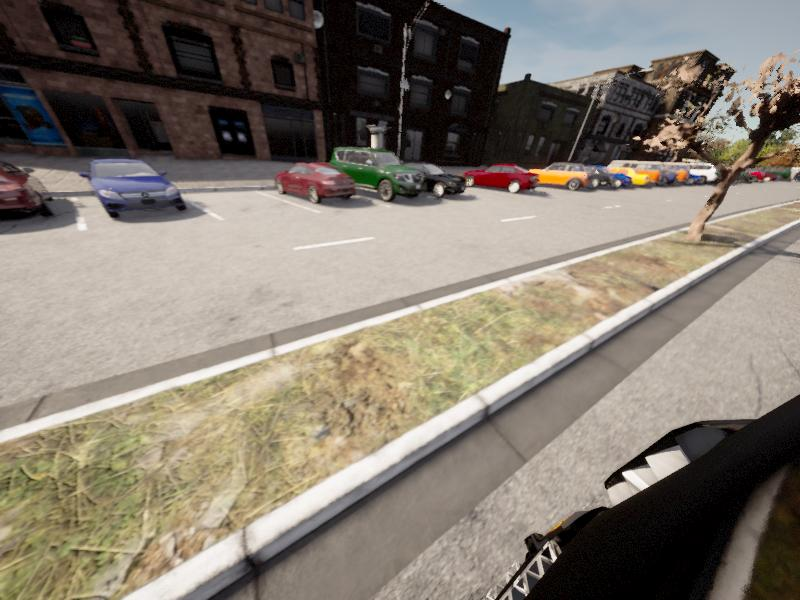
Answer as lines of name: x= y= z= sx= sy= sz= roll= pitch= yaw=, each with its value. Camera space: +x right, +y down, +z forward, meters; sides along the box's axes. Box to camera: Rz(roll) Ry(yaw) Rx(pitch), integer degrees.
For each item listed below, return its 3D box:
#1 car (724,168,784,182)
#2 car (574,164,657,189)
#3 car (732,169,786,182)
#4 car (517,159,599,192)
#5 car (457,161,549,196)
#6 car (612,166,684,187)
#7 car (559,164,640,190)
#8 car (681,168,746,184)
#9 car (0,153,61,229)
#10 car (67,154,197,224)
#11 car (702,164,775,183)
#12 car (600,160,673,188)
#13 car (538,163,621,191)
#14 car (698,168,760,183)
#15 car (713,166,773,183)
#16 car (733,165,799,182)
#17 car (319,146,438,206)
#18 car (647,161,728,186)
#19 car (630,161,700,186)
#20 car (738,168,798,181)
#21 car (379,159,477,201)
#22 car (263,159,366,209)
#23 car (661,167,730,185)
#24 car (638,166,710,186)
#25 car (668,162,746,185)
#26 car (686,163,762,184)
car: x=57.861 y=-20.558 z=37.966 sx=5.008 sy=1.535 sz=2.097 roll=29 pitch=41 yaw=35
car: x=19.962 y=-11.698 z=21.691 sx=5.366 sy=1.575 sz=1.946 roll=28 pitch=41 yaw=34
car: x=60.579 y=-21.161 z=39.151 sx=4.674 sy=1.452 sz=2.002 roll=29 pitch=41 yaw=35
car: x=12.050 y=-9.743 z=17.905 sx=4.553 sy=1.767 sz=2.185 roll=28 pitch=41 yaw=33
car: x=6.681 y=-8.291 z=15.527 sx=5.008 sy=1.535 sz=2.097 roll=27 pitch=41 yaw=33
car: x=25.470 y=-12.899 z=23.982 sx=4.792 sy=1.488 sz=2.163 roll=29 pitch=41 yaw=34
car: x=17.405 y=-10.978 z=20.410 sx=5.008 sy=1.535 sz=2.097 roll=28 pitch=41 yaw=34
car: x=41.689 y=-16.707 z=30.969 sx=4.792 sy=1.488 sz=2.163 roll=29 pitch=41 yaw=35
car: x=-11.777 y=-3.228 z=6.537 sx=4.674 sy=1.452 sz=2.002 roll=26 pitch=40 yaw=31
car: x=-9.167 y=-3.977 z=7.869 sx=4.674 sy=1.452 sz=2.002 roll=26 pitch=39 yaw=31
car: x=49.789 y=-18.856 z=34.323 sx=5.566 sy=2.045 sz=2.435 roll=29 pitch=41 yaw=35
car: x=22.892 y=-12.415 z=22.587 sx=4.442 sy=1.987 sz=1.878 roll=29 pitch=41 yaw=34
car: x=14.725 y=-10.308 z=19.194 sx=4.892 sy=1.521 sz=2.231 roll=28 pitch=41 yaw=34
car: x=47.080 y=-17.983 z=33.306 sx=4.792 sy=1.488 sz=2.163 roll=29 pitch=41 yaw=35
car: x=52.477 y=-19.379 z=35.546 sx=4.553 sy=1.767 sz=2.185 roll=29 pitch=41 yaw=35
car: x=63.276 y=-22.055 z=40.163 sx=5.566 sy=2.045 sz=2.435 roll=29 pitch=42 yaw=35
car: x=-1.248 y=-6.395 z=11.599 sx=5.566 sy=2.045 sz=2.435 roll=27 pitch=40 yaw=32
car: x=33.571 y=-15.050 z=27.339 sx=5.566 sy=2.045 sz=2.435 roll=29 pitch=41 yaw=35
car: x=28.289 y=-13.698 z=24.938 sx=4.442 sy=1.987 sz=1.878 roll=29 pitch=41 yaw=34
car: x=65.873 y=-22.559 z=41.550 sx=5.366 sy=1.575 sz=1.946 roll=29 pitch=42 yaw=35
car: x=1.363 y=-6.906 z=13.027 sx=5.008 sy=1.535 sz=2.097 roll=27 pitch=40 yaw=32
car: x=-3.922 y=-5.438 z=10.477 sx=4.674 sy=1.452 sz=2.002 roll=26 pitch=40 yaw=32
car: x=36.277 y=-15.469 z=28.633 sx=5.008 sy=1.535 sz=2.097 roll=29 pitch=41 yaw=35
car: x=30.889 y=-14.194 z=26.296 sx=5.008 sy=1.535 sz=2.097 roll=29 pitch=41 yaw=35
car: x=38.957 y=-16.325 z=29.675 sx=5.566 sy=2.045 sz=2.435 roll=29 pitch=41 yaw=35
car: x=44.395 y=-17.582 z=31.987 sx=5.566 sy=2.045 sz=2.435 roll=29 pitch=41 yaw=35
